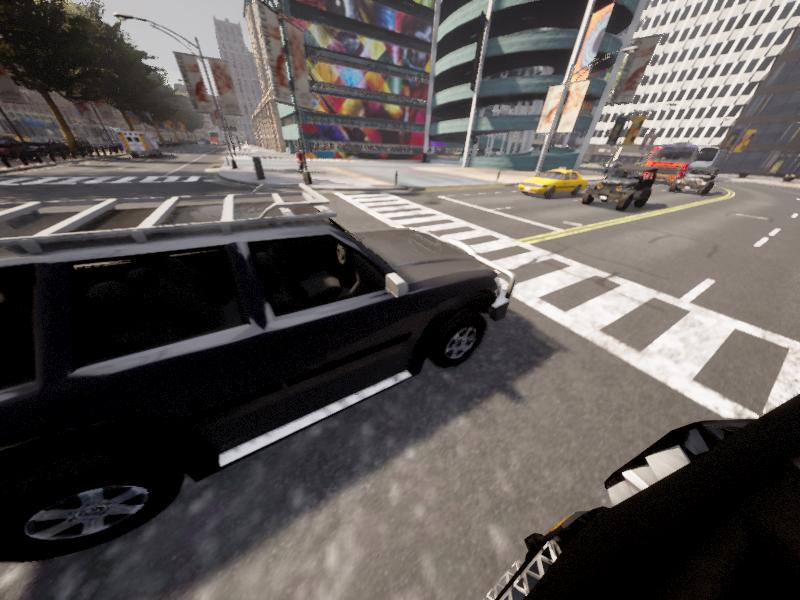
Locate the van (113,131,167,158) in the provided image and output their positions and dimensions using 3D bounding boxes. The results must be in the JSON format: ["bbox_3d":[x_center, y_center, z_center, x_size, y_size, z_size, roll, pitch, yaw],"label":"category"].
[{"bbox_3d":[-31.048,-18.805,27.935,2.351,2.431,6.366,-16,38,-26],"label":"van"}]

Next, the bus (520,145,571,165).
[{"bbox_3d":[39.218,-39.562,62.830,3.944,4.253,10.273,-16,38,-26],"label":"bus"}]

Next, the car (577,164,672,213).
[{"bbox_3d":[11.667,-5.927,12.083,3.866,1.878,1.905,-17,38,-27],"label":"car"}]

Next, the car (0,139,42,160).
[{"bbox_3d":[-34.843,-13.306,20.299,1.994,1.385,4.181,-16,38,-26],"label":"car"}]

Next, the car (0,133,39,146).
[{"bbox_3d":[-61.140,-24.965,35.806,1.801,1.575,5.366,29,42,34],"label":"car"}]

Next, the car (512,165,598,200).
[{"bbox_3d":[9.828,-7.495,14.605,5.366,1.575,1.801,-16,38,-26],"label":"car"}]

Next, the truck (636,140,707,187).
[{"bbox_3d":[29.512,-15.207,25.676,2.891,3.827,8.468,26,40,30],"label":"truck"}]

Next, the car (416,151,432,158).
[{"bbox_3d":[6.480,-39.596,62.840,2.007,1.523,4.514,-16,38,-26],"label":"car"}]

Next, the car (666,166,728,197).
[{"bbox_3d":[23.513,-9.467,18.307,3.866,1.878,1.905,-18,39,-29],"label":"car"}]

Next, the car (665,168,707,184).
[{"bbox_3d":[36.456,-15.933,29.578,1.895,1.301,4.718,20,37,24],"label":"car"}]

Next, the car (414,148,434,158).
[{"bbox_3d":[6.526,-39.894,62.582,2.435,2.045,5.566,-16,38,-26],"label":"car"}]

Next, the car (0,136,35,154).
[{"bbox_3d":[-41.827,-16.337,24.257,1.837,1.490,4.892,-16,38,-27],"label":"car"}]

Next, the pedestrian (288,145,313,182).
[{"bbox_3d":[-6.073,-8.374,14.188,0.751,1.860,0.751,13,35,14],"label":"pedestrian"}]

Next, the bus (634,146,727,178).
[{"bbox_3d":[48.598,-24.657,40.977,3.944,4.253,10.273,5,34,4],"label":"bus"}]

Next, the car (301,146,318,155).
[{"bbox_3d":[-19.231,-31.856,49.229,2.161,1.482,4.786,-16,38,-26],"label":"car"}]

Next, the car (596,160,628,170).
[{"bbox_3d":[48.151,-30.746,52.575,2.038,1.542,4.974,-5,34,-12],"label":"car"}]

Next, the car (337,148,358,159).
[{"bbox_3d":[-9.825,-27.202,42.811,2.128,1.511,4.902,-16,38,-26],"label":"car"}]

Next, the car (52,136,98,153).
[{"bbox_3d":[-41.545,-19.968,29.667,1.851,1.617,3.988,-16,38,-26],"label":"car"}]

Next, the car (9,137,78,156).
[{"bbox_3d":[-38.199,-16.653,24.986,2.128,1.511,4.902,-16,38,-26],"label":"car"}]

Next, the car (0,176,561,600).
[{"bbox_3d":[-1.061,-0.037,2.248,4.605,1.855,1.932,-16,38,-26],"label":"car"}]

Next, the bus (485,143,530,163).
[{"bbox_3d":[29.825,-41.358,64.856,3.944,4.253,10.273,-16,38,-26],"label":"bus"}]
